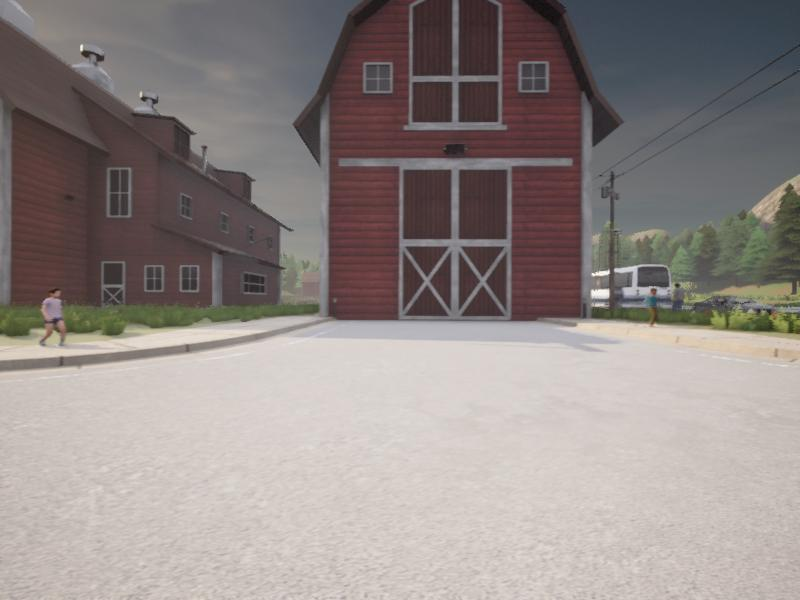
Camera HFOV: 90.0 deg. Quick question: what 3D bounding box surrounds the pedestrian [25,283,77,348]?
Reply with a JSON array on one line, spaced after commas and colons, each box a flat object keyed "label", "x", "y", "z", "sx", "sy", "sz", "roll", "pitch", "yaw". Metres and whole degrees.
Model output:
[{"label": "pedestrian", "x": -6.153, "y": 0.259, "z": 7.064, "sx": 0.500, "sy": 1.100, "sz": 0.500, "roll": 0, "pitch": 0, "yaw": 14}]

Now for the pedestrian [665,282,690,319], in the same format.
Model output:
[{"label": "pedestrian", "x": 14.067, "y": 0.025, "z": 20.284, "sx": 0.751, "sy": 1.860, "sz": 0.751, "roll": 0, "pitch": 0, "yaw": -7}]

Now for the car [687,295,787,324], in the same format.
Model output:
[{"label": "car", "x": 18.106, "y": 0.468, "z": 21.822, "sx": 1.994, "sy": 1.385, "sz": 4.181, "roll": 0, "pitch": 0, "yaw": 1}]

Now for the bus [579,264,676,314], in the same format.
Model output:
[{"label": "bus", "x": 21.927, "y": -0.916, "z": 39.586, "sx": 3.944, "sy": 4.253, "sz": 10.273, "roll": 0, "pitch": 0, "yaw": 1}]

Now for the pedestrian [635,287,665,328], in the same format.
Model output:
[{"label": "pedestrian", "x": 6.963, "y": 0.207, "z": 11.160, "sx": 0.500, "sy": 1.100, "sz": 0.500, "roll": 0, "pitch": 0, "yaw": -20}]
